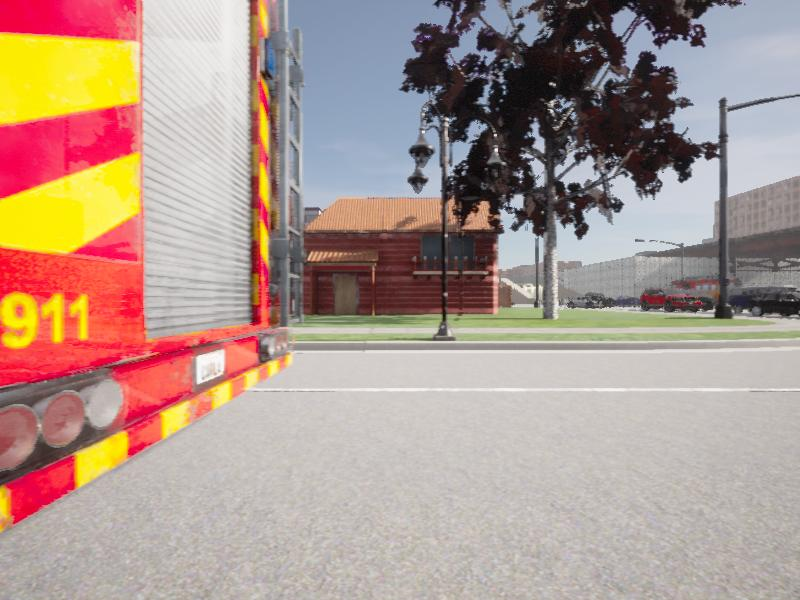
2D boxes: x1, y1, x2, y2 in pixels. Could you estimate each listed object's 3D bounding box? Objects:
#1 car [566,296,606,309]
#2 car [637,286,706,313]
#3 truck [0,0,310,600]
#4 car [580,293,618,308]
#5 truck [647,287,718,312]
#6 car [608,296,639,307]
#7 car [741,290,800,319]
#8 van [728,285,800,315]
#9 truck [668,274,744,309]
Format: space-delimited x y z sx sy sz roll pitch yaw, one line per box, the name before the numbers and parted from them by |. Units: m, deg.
car | 22.080 0.250 47.633 1.970 1.475 3.806 0 0 -30
car | 22.457 -0.034 33.496 2.150 2.045 5.566 0 0 2
truck | -5.058 -0.924 2.167 8.468 3.827 2.891 0 0 1
car | 25.345 0.040 51.010 1.905 1.878 3.866 1 0 -30
truck | 26.105 -0.063 37.326 2.390 2.098 6.274 0 0 2
car | 33.598 0.218 60.317 1.882 1.535 5.008 0 0 2
car | 22.086 0.242 22.400 1.837 1.490 4.892 0 0 2
van | 25.741 -0.004 28.177 1.775 1.987 4.442 0 0 2
truck | 36.795 -0.926 48.656 2.891 3.827 8.468 0 0 1
